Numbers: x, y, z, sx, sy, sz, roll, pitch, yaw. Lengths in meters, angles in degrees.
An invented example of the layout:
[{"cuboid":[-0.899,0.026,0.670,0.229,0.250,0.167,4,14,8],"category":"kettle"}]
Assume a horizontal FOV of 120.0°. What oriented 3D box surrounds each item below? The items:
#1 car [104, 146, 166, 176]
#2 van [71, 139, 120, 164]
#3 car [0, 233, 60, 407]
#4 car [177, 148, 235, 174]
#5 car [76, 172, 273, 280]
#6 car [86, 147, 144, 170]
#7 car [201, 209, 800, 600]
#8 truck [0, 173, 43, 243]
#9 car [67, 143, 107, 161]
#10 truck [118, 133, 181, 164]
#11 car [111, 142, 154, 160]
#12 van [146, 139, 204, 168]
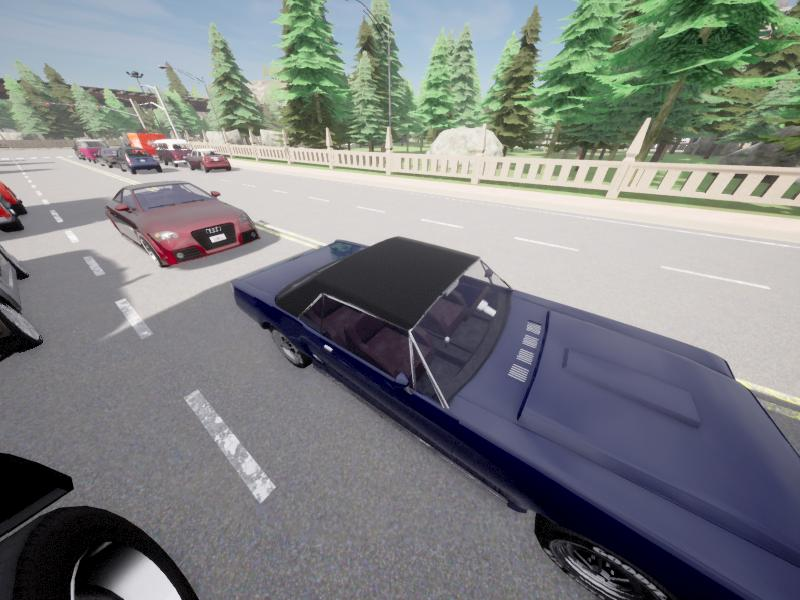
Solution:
[{"cuboid":[-19.768,-10.469,17.257,3.988,1.617,1.851,22,41,28],"category":"car"},{"cuboid":[-31.123,-15.238,23.623,4.442,1.987,1.775,22,41,28],"category":"van"},{"cuboid":[-6.541,-0.183,2.723,5.238,1.638,1.930,22,41,28],"category":"car"},{"cuboid":[-15.295,-11.056,18.237,3.806,1.475,1.970,22,40,28],"category":"car"},{"cuboid":[-5.492,-2.101,5.678,4.181,1.385,1.994,21,40,27],"category":"car"},{"cuboid":[-25.305,-12.632,20.476,5.357,1.411,2.033,22,41,28],"category":"car"},{"cuboid":[0.346,0.296,2.377,4.718,1.301,1.895,22,41,28],"category":"car"},{"cuboid":[-12.777,-3.063,6.029,5.204,2.467,2.627,22,41,28],"category":"truck"},{"cuboid":[-35.844,-16.980,26.439,3.705,1.549,1.789,22,41,28],"category":"car"},{"cuboid":[-26.095,-15.854,24.114,5.204,2.467,2.627,22,41,28],"category":"truck"},{"cuboid":[-32.243,-18.005,27.858,4.856,1.649,2.033,22,41,28],"category":"car"},{"cuboid":[-20.413,-13.367,20.994,4.480,2.038,2.069,22,41,28],"category":"van"}]
